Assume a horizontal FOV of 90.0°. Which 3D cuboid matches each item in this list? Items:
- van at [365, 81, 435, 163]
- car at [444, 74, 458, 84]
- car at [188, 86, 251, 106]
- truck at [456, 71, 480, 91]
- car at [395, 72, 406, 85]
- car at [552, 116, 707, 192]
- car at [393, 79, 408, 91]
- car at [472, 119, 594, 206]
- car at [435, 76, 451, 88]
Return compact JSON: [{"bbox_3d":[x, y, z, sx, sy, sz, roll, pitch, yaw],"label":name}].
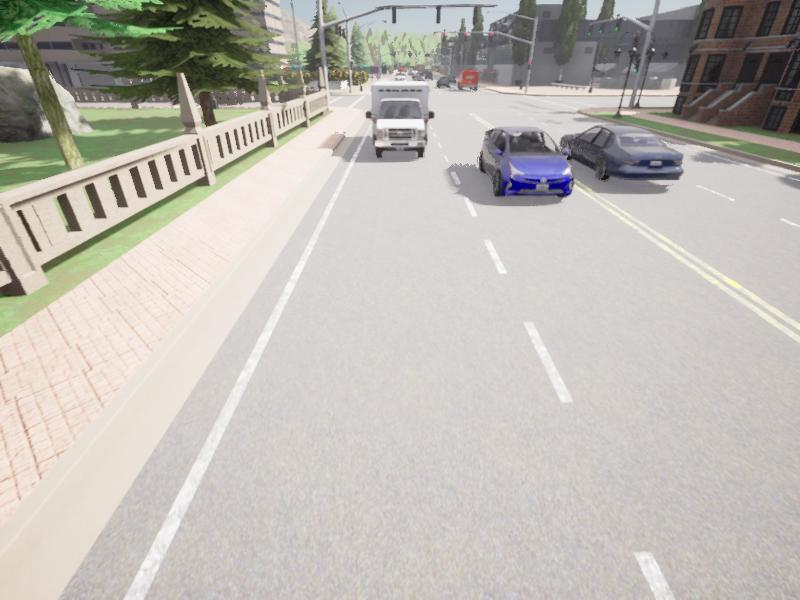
[{"bbox_3d":[0.007,-7.664,16.713,2.351,2.431,6.366,0,30,0],"label":"van"},{"bbox_3d":[10.556,-45.894,83.010,2.242,1.667,4.611,0,30,0],"label":"car"},{"bbox_3d":[-15.855,-18.053,35.375,4.514,1.525,2.007,0,30,0],"label":"car"},{"bbox_3d":[9.836,-32.038,58.375,2.627,2.467,5.204,0,30,0],"label":"truck"},{"bbox_3d":[0.053,-42.897,77.381,2.150,2.045,5.566,0,30,0],"label":"car"},{"bbox_3d":[7.009,-4.973,13.136,2.033,1.411,5.357,0,30,0],"label":"car"},{"bbox_3d":[0.038,-31.554,58.598,2.033,1.411,5.357,0,30,0],"label":"car"},{"bbox_3d":[3.504,-4.170,11.629,2.007,1.525,4.514,0,30,0],"label":"car"},{"bbox_3d":[7.044,-35.884,65.774,2.033,1.649,4.856,0,30,0],"label":"car"}]
